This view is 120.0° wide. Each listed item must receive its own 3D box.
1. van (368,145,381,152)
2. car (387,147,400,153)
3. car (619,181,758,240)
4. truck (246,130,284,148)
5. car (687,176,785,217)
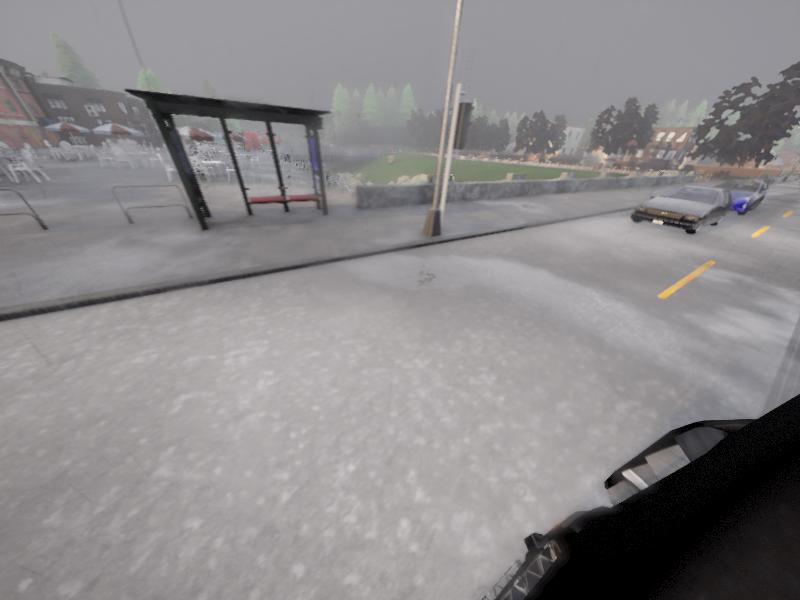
[{"bbox_3d":[-9.331,-56.081,85.355,4.442,1.987,1.775,-16,38,-26],"label":"van"},{"bbox_3d":[-2.635,-57.771,88.897,4.514,1.525,2.007,-16,38,-26],"label":"car"},{"bbox_3d":[11.579,-3.774,9.245,5.357,1.411,2.033,-16,38,-26],"label":"car"},{"bbox_3d":[-38.593,-45.925,66.173,8.468,3.827,2.891,-16,38,-26],"label":"truck"},{"bbox_3d":[18.343,-5.761,12.637,4.514,1.525,2.007,-16,38,-26],"label":"car"}]
